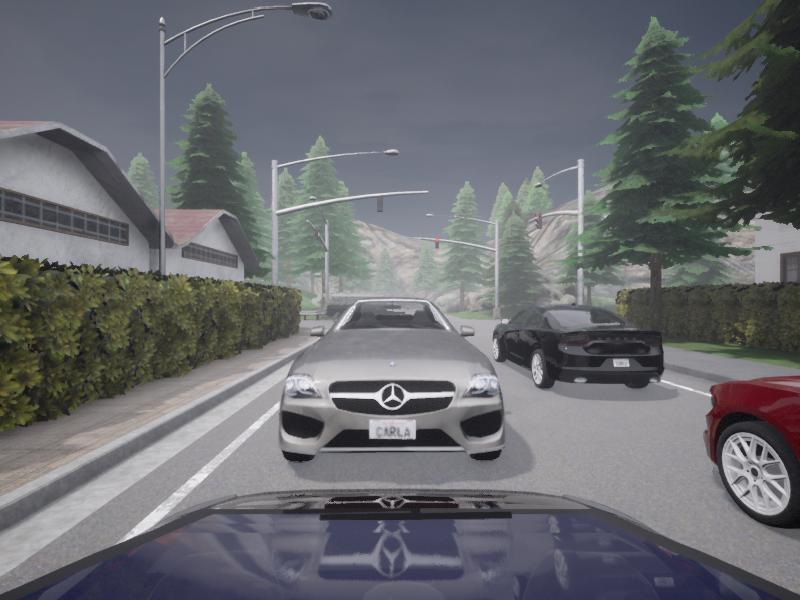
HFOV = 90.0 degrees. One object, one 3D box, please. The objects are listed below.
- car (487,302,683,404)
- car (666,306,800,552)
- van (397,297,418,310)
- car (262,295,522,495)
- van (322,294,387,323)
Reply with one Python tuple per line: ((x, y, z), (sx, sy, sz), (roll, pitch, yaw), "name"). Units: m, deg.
((3.393, 0.823, 8.653), (1.882, 1.535, 5.008), (0, 0, -1), "car")
((3.475, 0.823, 1.271), (1.882, 1.535, 5.008), (0, 0, -1), "car")
((1.173, 0.571, 69.056), (2.069, 2.038, 4.480), (1, 0, -21), "van")
((-0.106, 0.780, 5.824), (2.152, 1.651, 5.027), (0, 0, -1), "car")
((-3.177, 0.593, 28.397), (4.442, 1.987, 1.775), (0, 0, 0), "van")
